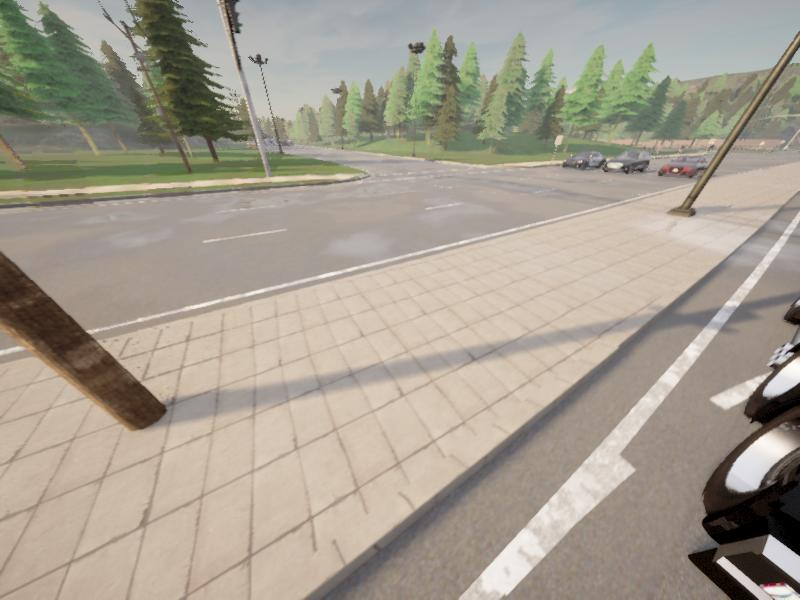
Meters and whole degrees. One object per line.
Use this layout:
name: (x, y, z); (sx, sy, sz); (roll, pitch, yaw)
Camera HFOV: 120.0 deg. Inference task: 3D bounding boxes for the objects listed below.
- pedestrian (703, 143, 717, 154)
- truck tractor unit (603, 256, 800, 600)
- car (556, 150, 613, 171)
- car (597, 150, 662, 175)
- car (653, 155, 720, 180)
pedestrian: (64.224, -31.381, 47.816); (0.751, 1.860, 0.751); (-13, 37, -18)
truck tractor unit: (5.100, -0.310, 0.801); (6.516, 4.208, 3.053); (-19, 39, -25)
car: (17.981, -13.677, 22.531); (4.974, 1.542, 2.038); (-18, 39, -24)
car: (19.988, -12.071, 20.149); (4.856, 1.649, 2.033); (-18, 39, -24)
car: (22.166, -10.337, 17.900); (4.181, 1.385, 1.994); (-18, 39, -25)
